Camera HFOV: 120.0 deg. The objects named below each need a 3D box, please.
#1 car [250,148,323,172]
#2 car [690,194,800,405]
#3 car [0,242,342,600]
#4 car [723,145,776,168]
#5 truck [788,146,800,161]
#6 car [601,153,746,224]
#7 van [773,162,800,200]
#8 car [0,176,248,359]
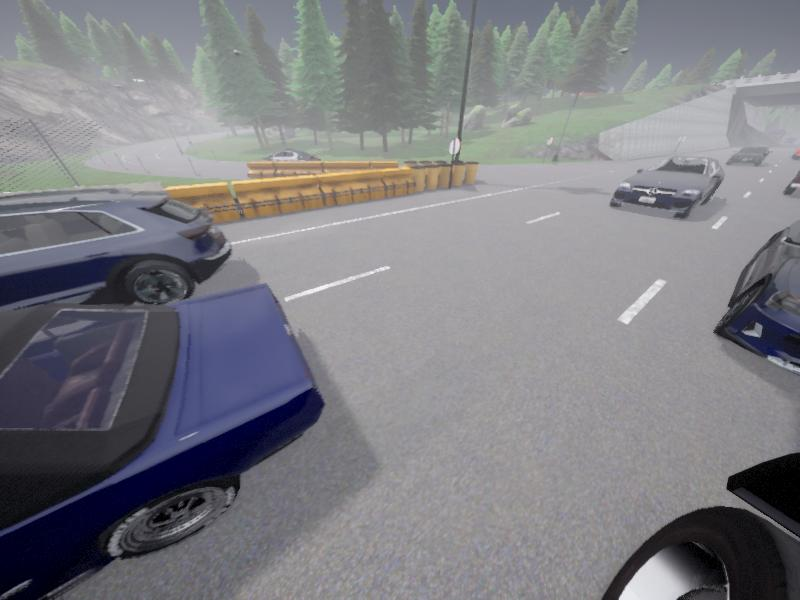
[{"bbox_3d":[-9.321,-11.644,19.171,4.974,1.542,2.038,7,36,11],"label":"car"},{"bbox_3d":[6.198,-0.293,2.875,4.856,1.649,2.033,-22,40,-28],"label":"car"},{"bbox_3d":[-2.998,1.119,1.221,4.718,1.301,1.895,-22,41,-28],"label":"car"},{"bbox_3d":[31.304,-12.899,20.658,4.892,1.490,1.837,-22,41,-28],"label":"car"},{"bbox_3d":[45.257,-16.510,24.818,5.204,2.467,2.627,-22,41,-28],"label":"truck"},{"bbox_3d":[10.238,-4.393,8.649,5.027,1.651,2.152,-22,41,-28],"label":"car"},{"bbox_3d":[18.782,-5.574,9.896,4.480,2.038,2.069,-22,40,-28],"label":"van"},{"bbox_3d":[-5.340,-0.526,3.285,4.856,1.649,2.033,-22,41,-28],"label":"car"}]
